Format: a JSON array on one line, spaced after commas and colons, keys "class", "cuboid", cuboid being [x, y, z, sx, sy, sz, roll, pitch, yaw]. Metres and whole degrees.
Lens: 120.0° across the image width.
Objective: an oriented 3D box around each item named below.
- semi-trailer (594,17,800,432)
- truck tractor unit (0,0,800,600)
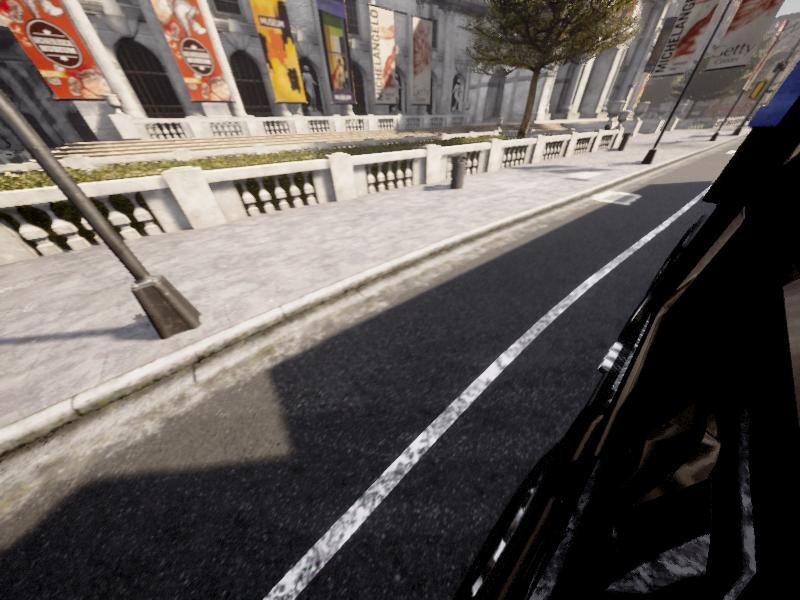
[{"class": "semi-trailer", "cuboid": [8.915, -3.428, 4.031, 14.254, 4.402, 2.717, -25, 42, -28]}, {"class": "truck tractor unit", "cuboid": [2.645, -0.295, 0.351, 6.516, 4.208, 3.053, -28, 44, -30]}]
